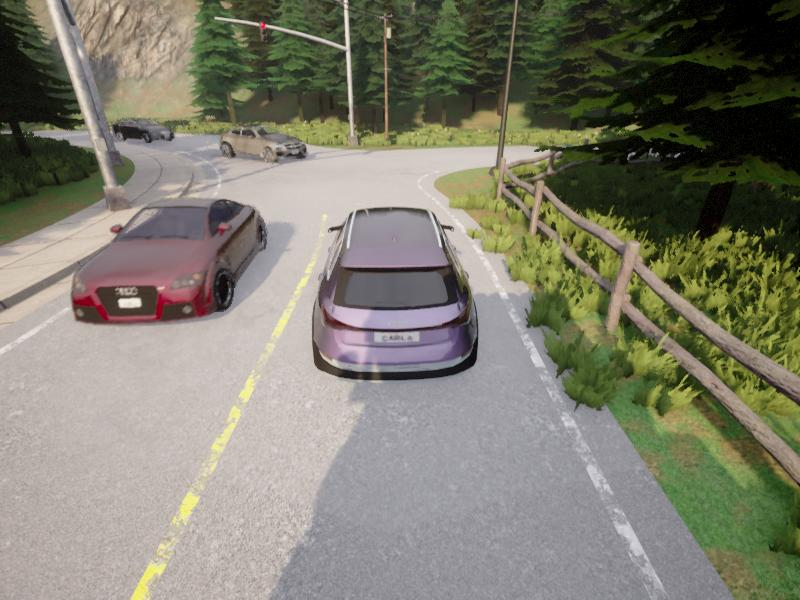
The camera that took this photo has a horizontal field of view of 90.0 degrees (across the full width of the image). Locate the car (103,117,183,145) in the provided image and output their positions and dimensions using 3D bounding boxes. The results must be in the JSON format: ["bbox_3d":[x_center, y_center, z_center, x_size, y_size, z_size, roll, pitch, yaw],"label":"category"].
[{"bbox_3d":[-18.141,-11.979,28.261,4.902,1.511,2.128,13,30,24],"label":"car"}]

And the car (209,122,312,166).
[{"bbox_3d":[-7.237,-8.176,20.753,5.027,1.651,2.152,17,32,30],"label":"car"}]

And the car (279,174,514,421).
[{"bbox_3d":[-0.114,-0.598,5.992,2.033,1.649,4.856,-1,27,-2],"label":"car"}]

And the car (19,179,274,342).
[{"bbox_3d":[-3.787,-1.025,7.104,1.994,1.385,4.181,-2,27,-3],"label":"car"}]
